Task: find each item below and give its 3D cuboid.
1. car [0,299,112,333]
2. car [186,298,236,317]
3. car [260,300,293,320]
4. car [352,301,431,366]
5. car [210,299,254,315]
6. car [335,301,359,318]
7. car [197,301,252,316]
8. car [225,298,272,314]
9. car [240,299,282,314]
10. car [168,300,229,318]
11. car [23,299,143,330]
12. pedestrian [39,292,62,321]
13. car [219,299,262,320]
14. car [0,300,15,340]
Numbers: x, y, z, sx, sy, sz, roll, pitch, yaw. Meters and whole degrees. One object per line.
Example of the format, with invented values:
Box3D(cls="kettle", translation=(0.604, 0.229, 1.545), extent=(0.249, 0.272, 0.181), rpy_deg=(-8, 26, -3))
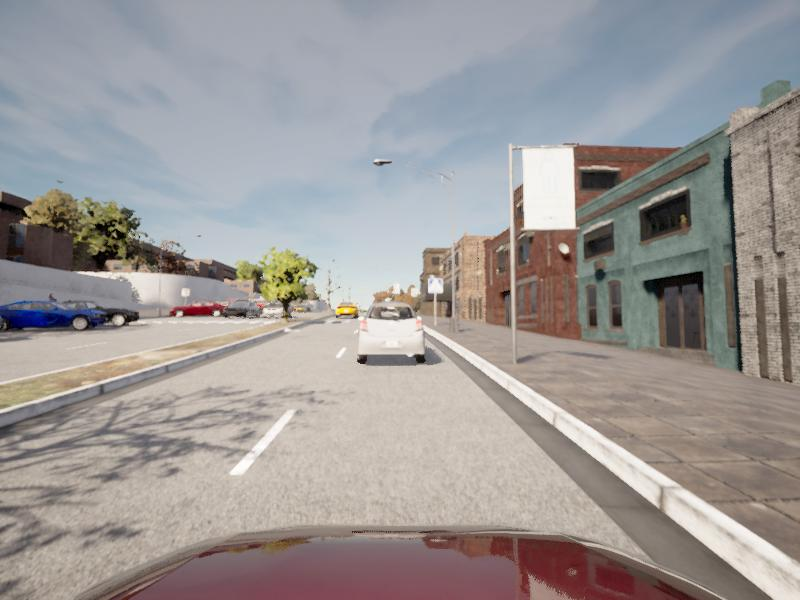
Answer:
Box3D(cls="car", translation=(-17.691, 0.764, 20.002), extent=(5.008, 1.535, 2.097), rpy_deg=(-1, 0, -24))
Box3D(cls="car", translation=(-19.159, 0.743, 40.754), extent=(4.553, 1.767, 2.185), rpy_deg=(0, -1, -24))
Box3D(cls="car", translation=(-10.611, 0.797, 34.584), extent=(1.851, 1.617, 3.988), rpy_deg=(0, 0, -4))
Box3D(cls="car", translation=(-0.272, 0.804, 11.226), extent=(1.845, 1.501, 3.633), rpy_deg=(0, 0, -2))
Box3D(cls="car", translation=(-19.570, 0.826, 46.691), extent=(4.553, 1.767, 2.185), rpy_deg=(0, -1, -24))
Box3D(cls="car", translation=(-4.901, 0.870, 37.549), extent=(1.882, 1.535, 5.008), rpy_deg=(0, -1, -4))
Box3D(cls="car", translation=(-19.167, 0.902, 43.814), extent=(5.366, 1.575, 1.946), rpy_deg=(0, -1, -24))
Box3D(cls="car", translation=(-19.932, 0.807, 52.660), extent=(5.566, 2.045, 2.435), rpy_deg=(0, -1, -24))
Box3D(cls="car", translation=(-20.393, 0.936, 58.566), extent=(5.566, 2.045, 2.435), rpy_deg=(0, -1, -24))
Box3D(cls="car", translation=(-18.913, 0.836, 37.795), extent=(5.008, 1.535, 2.097), rpy_deg=(0, 0, -24))
Box3D(cls="car", translation=(-17.892, 0.762, 22.958), extent=(5.008, 1.535, 2.097), rpy_deg=(-1, 0, -24))
Box3D(cls="pedestrian", translation=(-22.628, 0.409, 25.941), extent=(0.751, 1.860, 0.751), rpy_deg=(0, -4, -3))
Box3D(cls="car", translation=(-13.607, 0.769, 34.451), extent=(1.930, 1.638, 5.238), rpy_deg=(0, 0, -4))
Box3D(cls="car", translation=(-17.307, 0.779, 14.101), extent=(4.892, 1.521, 2.231), rpy_deg=(-1, 0, -23))
